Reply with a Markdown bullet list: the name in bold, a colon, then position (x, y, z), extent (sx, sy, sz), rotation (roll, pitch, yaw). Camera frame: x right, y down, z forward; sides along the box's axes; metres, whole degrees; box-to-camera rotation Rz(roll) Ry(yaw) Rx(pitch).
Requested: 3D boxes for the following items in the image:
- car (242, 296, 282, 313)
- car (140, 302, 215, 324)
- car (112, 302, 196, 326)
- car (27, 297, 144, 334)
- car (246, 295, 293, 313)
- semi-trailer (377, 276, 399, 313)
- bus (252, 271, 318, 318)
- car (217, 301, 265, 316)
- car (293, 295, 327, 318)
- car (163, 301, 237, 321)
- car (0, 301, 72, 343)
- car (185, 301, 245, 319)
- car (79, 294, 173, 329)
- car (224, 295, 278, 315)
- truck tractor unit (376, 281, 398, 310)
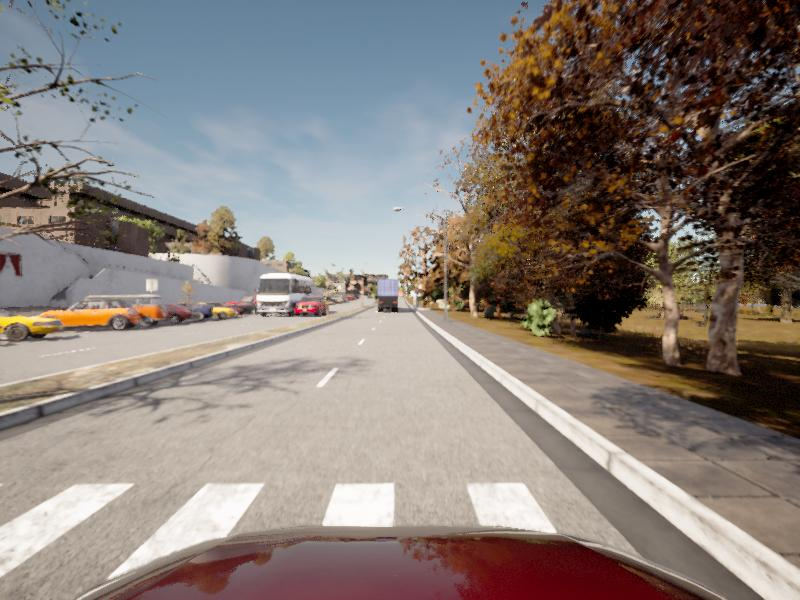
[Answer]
- **car**: position (-16.756, 0.536, 48.658), extent (4.442, 1.987, 1.878), rotation (-1, 0, -20)
- **car**: position (-16.898, 0.925, 30.692), extent (4.792, 1.488, 2.163), rotation (-1, 0, -20)
- **car**: position (-16.869, 0.938, 27.720), extent (4.674, 1.452, 2.002), rotation (-1, 0, -20)
- **car**: position (-16.850, 0.771, 21.760), extent (4.553, 1.767, 2.185), rotation (-1, 0, -20)
- **car**: position (-16.838, 0.480, 51.610), extent (5.566, 2.045, 2.435), rotation (-1, 0, -20)
- **semi-trailer**: position (-1.723, -0.758, 54.920), extent (2.717, 4.402, 14.254), rotation (0, 1, -2)
- **bus**: position (-11.674, -0.537, 41.931), extent (3.944, 4.253, 10.273), rotation (0, 0, 0)
- **car**: position (-16.861, 0.862, 42.646), extent (4.674, 1.452, 2.002), rotation (-1, 1, -20)
- **car**: position (-8.785, 0.584, 39.639), extent (2.150, 2.045, 5.566), rotation (0, 0, 0)
- **car**: position (-16.698, 0.877, 33.761), extent (5.366, 1.575, 1.946), rotation (-1, 0, -20)
- **car**: position (-16.708, 0.873, 15.850), extent (5.366, 1.575, 1.946), rotation (-1, -1, -20)
- **car**: position (-16.841, 0.897, 36.689), extent (4.792, 1.488, 2.163), rotation (-1, 0, -20)
- **car**: position (-16.771, 0.674, 24.788), extent (4.442, 1.987, 1.878), rotation (-1, 0, -20)
- **car**: position (-16.892, 0.545, 45.614), extent (5.566, 2.045, 2.435), rotation (-1, 1, -20)
- **truck tractor unit**: position (-2.145, -0.750, 62.817), extent (3.053, 4.208, 6.516), rotation (0, 1, -5)
